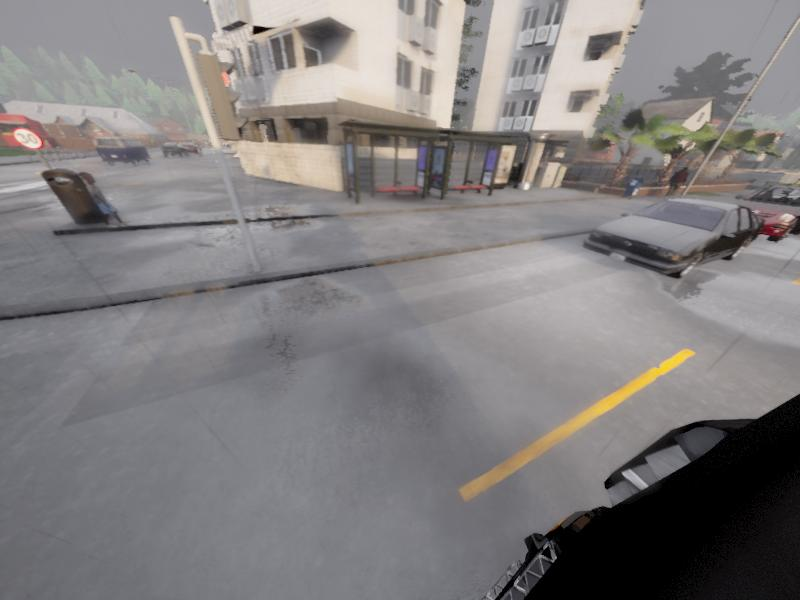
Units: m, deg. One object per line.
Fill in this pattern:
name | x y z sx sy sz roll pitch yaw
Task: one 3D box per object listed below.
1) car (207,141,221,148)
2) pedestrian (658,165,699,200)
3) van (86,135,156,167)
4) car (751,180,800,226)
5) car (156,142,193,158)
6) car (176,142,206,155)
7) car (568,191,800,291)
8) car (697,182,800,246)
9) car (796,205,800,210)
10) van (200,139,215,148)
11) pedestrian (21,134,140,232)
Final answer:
car | -53.675 -44.908 66.652 2.033 1.411 5.357 -12 36 -22
pedestrian | 17.456 -7.390 14.534 0.751 1.860 0.751 -15 37 -25
van | -22.678 -12.307 19.108 1.775 1.987 4.442 -12 36 -22
car | 20.041 -4.720 11.119 5.238 1.638 1.930 -12 36 -22
car | -28.161 -18.829 29.015 1.837 1.490 4.892 -12 36 -22
car | -31.523 -22.958 35.024 2.163 1.488 4.792 -12 36 -22
car | 7.408 -1.839 6.044 5.357 1.411 2.033 -12 36 -22
car | 13.800 -3.334 8.588 3.988 1.617 1.851 -12 36 -22
car | 27.113 -6.161 14.073 4.181 1.385 1.994 -12 36 -22
van | -50.181 -40.869 60.276 1.775 1.987 4.442 -12 36 -22
pedestrian | -7.124 -2.648 5.322 0.751 1.860 0.751 -20 40 -30
